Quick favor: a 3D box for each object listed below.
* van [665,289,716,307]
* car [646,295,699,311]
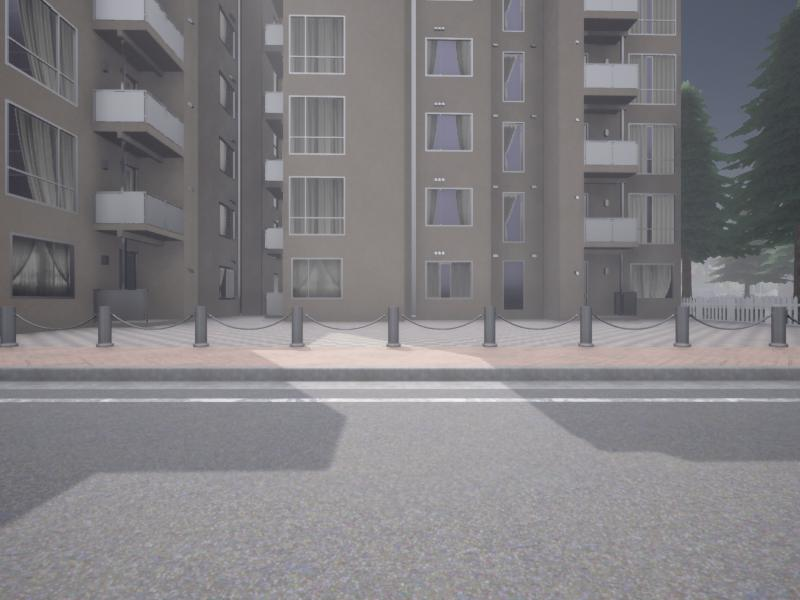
[{"bbox_3d":[41.653,-0.278,57.361,5.915,2.561,1.988,0,0,-1],"label":"van"},{"bbox_3d":[27.379,0.260,40.418,1.837,1.490,4.892,0,0,-2],"label":"car"}]
